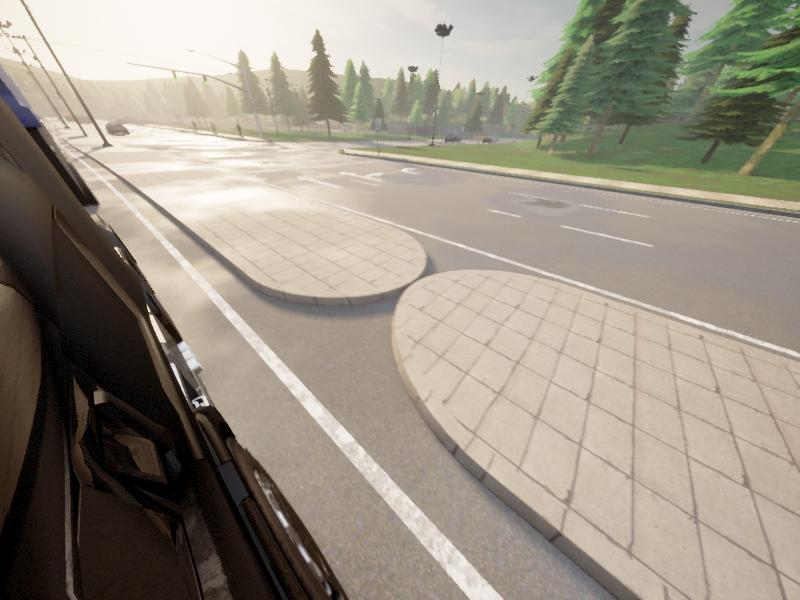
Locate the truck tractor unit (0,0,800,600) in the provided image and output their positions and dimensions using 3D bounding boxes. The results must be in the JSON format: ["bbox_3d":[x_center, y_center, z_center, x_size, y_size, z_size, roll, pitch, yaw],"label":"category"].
[{"bbox_3d":[-2.645,-0.295,0.351,6.516,4.208,3.053,28,44,30],"label":"truck tractor unit"}]

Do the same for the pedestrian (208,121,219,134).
[{"bbox_3d":[-33.148,-30.697,41.068,0.751,1.860,0.751,29,44,31],"label":"pedestrian"}]

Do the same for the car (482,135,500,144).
[{"bbox_3d":[21.593,-38.029,54.697,2.038,1.542,4.974,29,44,31],"label":"car"}]

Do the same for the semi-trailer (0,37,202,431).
[{"bbox_3d":[-8.745,-3.553,4.208,14.254,4.402,2.717,27,43,30],"label":"semi-trailer"}]

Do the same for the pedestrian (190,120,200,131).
[{"bbox_3d":[-41.509,-35.325,46.791,0.751,1.860,0.751,29,44,31],"label":"pedestrian"}]

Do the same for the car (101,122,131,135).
[{"bbox_3d":[-42.326,-25.632,34.437,4.181,1.385,1.994,28,44,30],"label":"car"}]

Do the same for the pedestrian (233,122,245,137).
[{"bbox_3d":[-24.330,-25.802,35.014,0.751,1.860,0.751,30,44,32],"label":"pedestrian"}]

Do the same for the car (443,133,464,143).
[{"bbox_3d":[11.514,-34.602,49.424,2.033,1.649,4.856,29,44,31],"label":"car"}]
